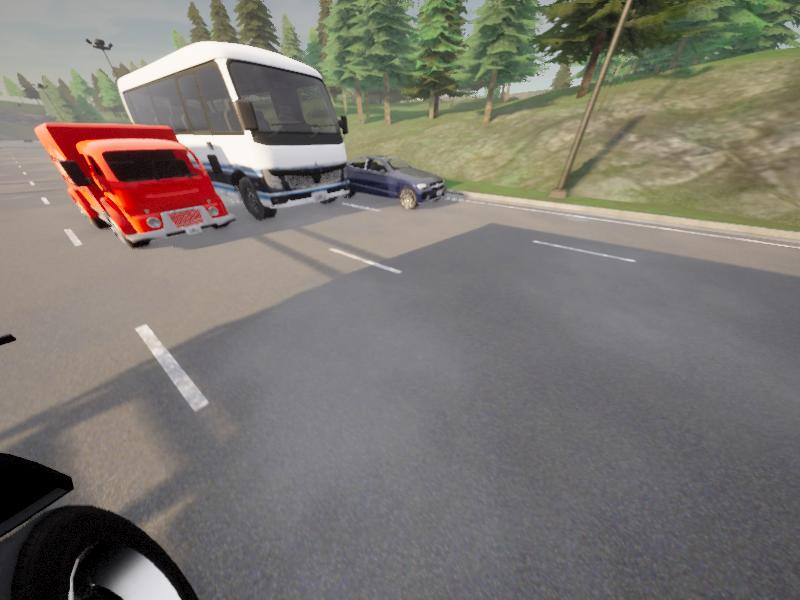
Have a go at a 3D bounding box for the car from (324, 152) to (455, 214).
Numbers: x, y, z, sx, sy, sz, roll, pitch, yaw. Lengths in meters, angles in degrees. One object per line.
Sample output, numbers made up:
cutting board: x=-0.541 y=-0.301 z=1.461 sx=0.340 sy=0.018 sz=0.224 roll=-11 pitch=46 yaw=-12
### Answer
car: x=-0.561 y=-5.144 z=9.789 sx=5.027 sy=1.651 sz=2.152 roll=22 pitch=41 yaw=28

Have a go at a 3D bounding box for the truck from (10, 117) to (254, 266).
truck: x=-7.065 y=-3.219 z=6.268 sx=5.204 sy=2.467 sz=2.627 roll=22 pitch=41 yaw=28

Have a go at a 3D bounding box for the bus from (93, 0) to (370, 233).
bus: x=-6.518 y=-6.273 z=9.057 sx=10.273 sy=4.253 sz=3.944 roll=22 pitch=41 yaw=28

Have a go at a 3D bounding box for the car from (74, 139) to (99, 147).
car: x=-74.742 y=-37.507 z=55.201 sx=2.128 sy=1.511 sz=4.902 roll=-21 pitch=40 yaw=-27
